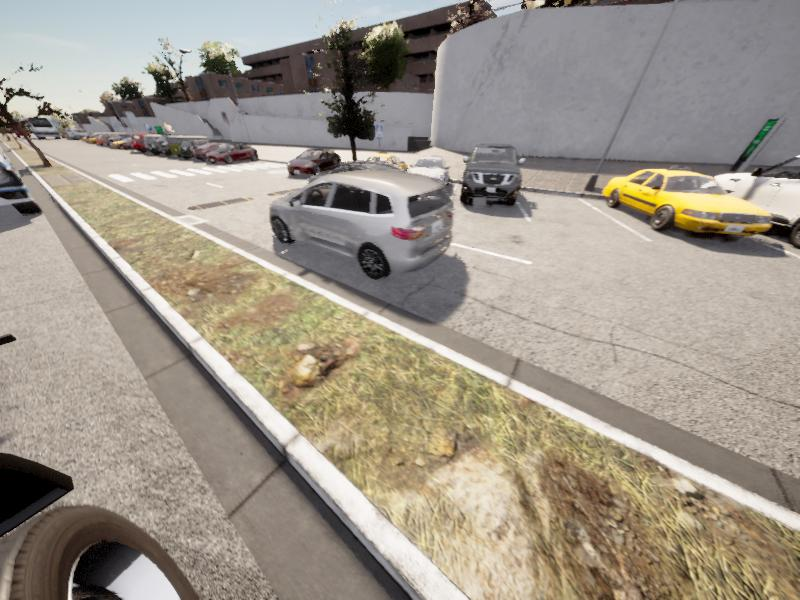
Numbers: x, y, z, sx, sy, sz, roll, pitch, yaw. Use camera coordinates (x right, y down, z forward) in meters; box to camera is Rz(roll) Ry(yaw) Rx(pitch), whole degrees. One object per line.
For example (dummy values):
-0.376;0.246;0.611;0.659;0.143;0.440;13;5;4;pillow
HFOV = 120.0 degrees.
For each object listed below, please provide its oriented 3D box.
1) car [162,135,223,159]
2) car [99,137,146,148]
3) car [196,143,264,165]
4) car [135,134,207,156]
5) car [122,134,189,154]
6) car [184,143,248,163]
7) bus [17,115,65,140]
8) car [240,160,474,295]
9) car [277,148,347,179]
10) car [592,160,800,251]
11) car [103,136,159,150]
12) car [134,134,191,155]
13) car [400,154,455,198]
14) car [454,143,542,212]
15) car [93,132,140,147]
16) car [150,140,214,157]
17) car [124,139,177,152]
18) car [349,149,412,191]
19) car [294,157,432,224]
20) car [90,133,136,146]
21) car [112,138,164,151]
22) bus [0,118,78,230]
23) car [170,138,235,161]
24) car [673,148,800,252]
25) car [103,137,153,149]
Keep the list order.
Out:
-22.914;-17.113;25.798;1.878;1.987;4.442;9;36;12;car
-47.349;-27.109;39.625;2.002;1.452;4.674;10;36;12;car
-15.616;-13.757;21.671;2.163;1.488;4.792;10;36;12;car
-27.821;-19.093;28.430;2.435;2.045;5.566;10;36;12;car
-32.694;-21.168;31.241;2.435;2.045;5.566;10;36;12;car
-18.072;-14.790;23.090;2.002;1.452;4.674;9;36;12;car
-84.468;-40.520;54.394;10.273;4.253;3.944;23;41;27;bus
-1.082;-2.068;5.354;4.611;1.667;2.242;23;41;28;car
-5.800;-9.652;16.109;2.163;1.488;4.792;10;36;12;car
8.891;-3.475;7.590;1.946;1.575;5.366;10;36;12;car
-42.506;-24.962;36.716;1.946;1.575;5.366;10;36;11;car
-30.283;-20.044;29.756;1.878;1.987;4.442;10;36;12;car
1.573;-6.588;11.963;2.002;1.452;4.674;10;36;12;car
4.029;-5.786;10.373;2.435;2.045;5.566;10;36;12;car
-49.798;-28.305;40.743;1.878;1.987;4.442;11;36;11;car
-25.387;-17.880;27.211;2.231;1.521;4.892;9;36;12;car
-35.146;-21.936;32.761;2.002;1.452;4.674;10;36;12;car
-0.843;-7.746;13.478;1.946;1.575;5.366;9;36;12;car
-1.476;-4.284;8.622;4.892;1.490;1.837;23;41;28;car
-52.230;-29.326;42.234;2.185;1.767;4.553;10;36;11;car
-40.030;-23.986;35.487;2.163;1.488;4.792;10;36;11;car
-15.644;-5.192;7.244;10.273;4.253;3.944;23;41;28;bus
-20.514;-15.930;24.355;2.185;1.767;4.553;9;36;12;car
11.402;-2.788;6.213;2.435;2.045;5.566;9;35;12;car
-44.901;-26.092;38.280;2.163;1.488;4.792;10;36;12;car
